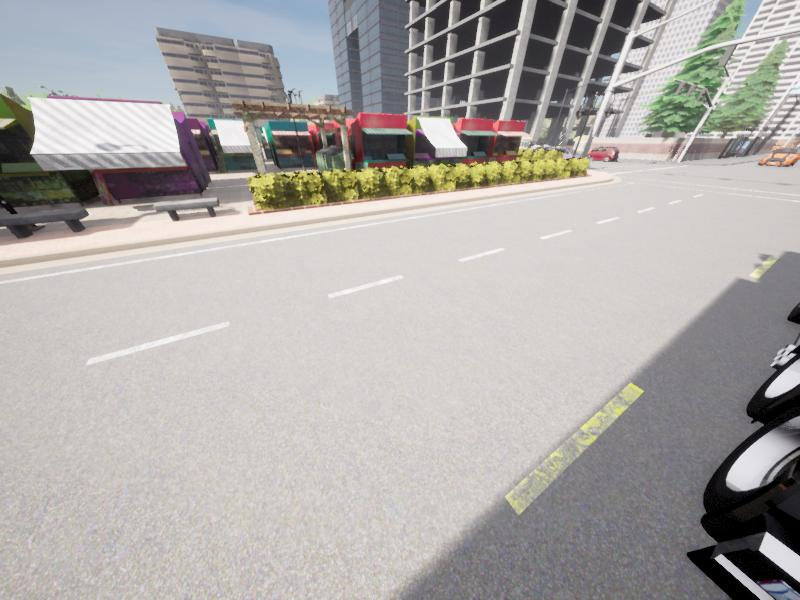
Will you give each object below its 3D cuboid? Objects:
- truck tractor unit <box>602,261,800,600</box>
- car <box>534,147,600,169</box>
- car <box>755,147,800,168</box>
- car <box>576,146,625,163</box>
[{"bbox_3d":[5.104,-0.307,0.789,6.516,4.208,3.053,-18,39,-24],"label":"truck tractor unit"},{"bbox_3d":[16.780,-14.591,23.546,2.033,1.649,4.856,-18,39,-24],"label":"car"},{"bbox_3d":[41.599,-15.595,25.127,4.553,1.767,2.097,-17,39,-24],"label":"car"},{"bbox_3d":[25.062,-18.359,29.037,1.851,1.617,3.988,-18,39,-24],"label":"car"}]
